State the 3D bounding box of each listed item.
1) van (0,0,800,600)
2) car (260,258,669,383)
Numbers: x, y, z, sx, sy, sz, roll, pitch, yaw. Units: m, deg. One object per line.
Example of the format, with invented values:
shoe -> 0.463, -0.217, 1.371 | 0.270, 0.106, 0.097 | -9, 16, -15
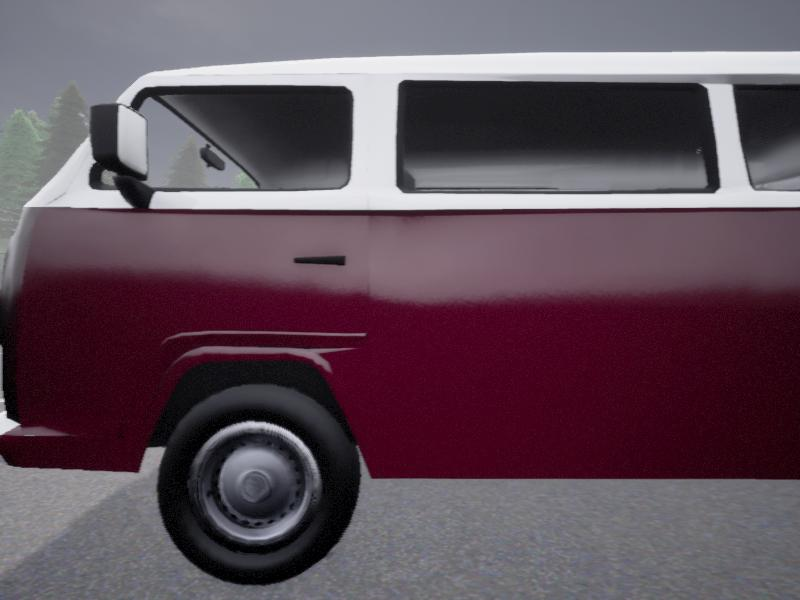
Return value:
van -> 0.669, -0.028, 2.199 | 4.480, 2.038, 2.069 | 0, 0, 0
car -> 0.767, 0.244, 5.714 | 4.892, 1.490, 1.837 | 0, 0, 1
